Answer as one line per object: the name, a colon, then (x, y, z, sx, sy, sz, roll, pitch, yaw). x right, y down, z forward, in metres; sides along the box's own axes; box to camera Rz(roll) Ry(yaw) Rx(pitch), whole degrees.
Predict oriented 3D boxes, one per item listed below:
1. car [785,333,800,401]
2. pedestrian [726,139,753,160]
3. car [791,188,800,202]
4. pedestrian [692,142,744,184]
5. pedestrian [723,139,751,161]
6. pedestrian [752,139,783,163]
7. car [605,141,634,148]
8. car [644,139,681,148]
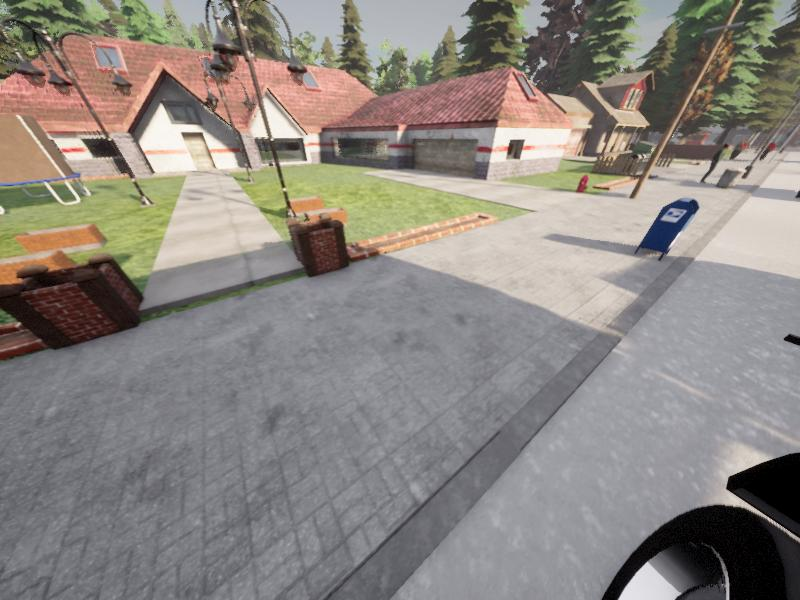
car: (6.575, 0.062, 2.271, 4.605, 1.855, 1.932, -18, 40, -26)
pedestrian: (35.802, -15.871, 24.353, 0.751, 1.860, 0.751, -22, 41, -28)
car: (18.671, -5.118, 9.417, 3.866, 1.878, 1.905, -21, 40, -26)
pedestrian: (16.802, -7.280, 12.288, 0.751, 1.860, 0.751, 26, 43, 32)
pedestrian: (34.005, -15.133, 23.316, 0.751, 1.860, 0.751, -22, 41, -28)
pedestrian: (35.276, -14.334, 22.183, 0.751, 1.860, 0.751, -21, 40, -27)
car: (55.296, -39.244, 58.257, 1.812, 1.442, 4.674, -22, 41, -28)
car: (59.858, -35.735, 52.750, 2.152, 1.651, 5.027, -22, 41, -28)
